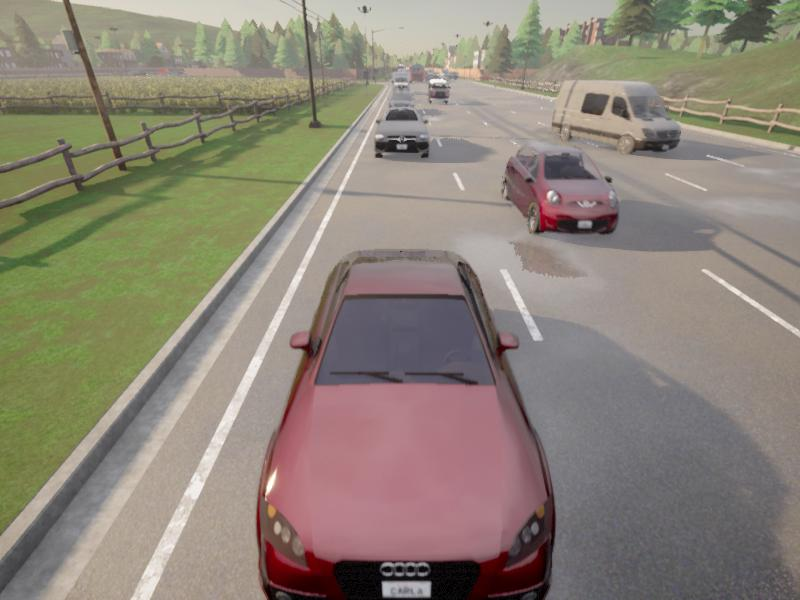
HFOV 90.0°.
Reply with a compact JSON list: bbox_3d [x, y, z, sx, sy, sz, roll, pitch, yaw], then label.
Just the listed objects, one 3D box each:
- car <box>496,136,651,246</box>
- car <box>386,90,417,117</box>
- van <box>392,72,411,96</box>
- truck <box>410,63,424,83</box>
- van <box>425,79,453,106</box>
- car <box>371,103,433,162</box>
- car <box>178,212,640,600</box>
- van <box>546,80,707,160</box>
[{"bbox_3d":[3.553,-2.639,9.075,1.845,1.501,3.633,0,30,0],"label":"car"},{"bbox_3d":[0.109,-14.779,29.947,2.163,1.488,4.792,0,30,0],"label":"car"},{"bbox_3d":[0.166,-27.822,51.396,2.351,2.431,6.366,0,30,0],"label":"van"},{"bbox_3d":[3.769,-51.718,91.034,2.891,3.827,8.468,0,30,0],"label":"truck"},{"bbox_3d":[3.600,-19.593,37.664,2.069,2.038,4.480,0,31,0],"label":"van"},{"bbox_3d":[0.075,-7.080,16.593,2.152,1.651,5.027,0,30,0],"label":"car"},{"bbox_3d":[0.037,0.472,3.880,1.994,1.385,4.181,0,30,0],"label":"car"},{"bbox_3d":[9.226,-7.986,17.279,1.988,2.561,5.915,-9,31,-16],"label":"van"}]
